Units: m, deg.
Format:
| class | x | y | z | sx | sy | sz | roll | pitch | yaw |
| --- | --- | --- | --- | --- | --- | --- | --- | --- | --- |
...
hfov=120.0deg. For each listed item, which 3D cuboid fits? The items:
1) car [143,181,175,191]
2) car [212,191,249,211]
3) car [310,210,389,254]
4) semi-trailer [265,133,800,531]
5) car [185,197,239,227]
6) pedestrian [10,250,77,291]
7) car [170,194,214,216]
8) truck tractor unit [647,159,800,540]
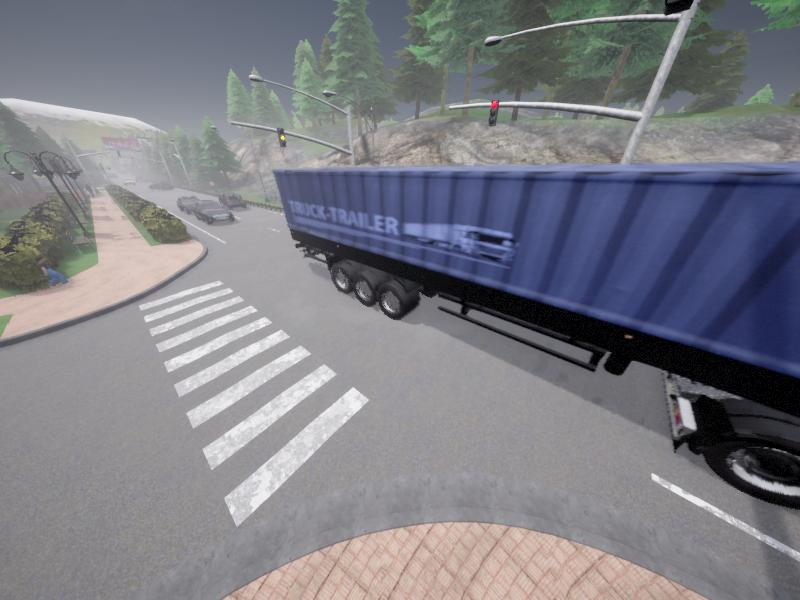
| class | x | y | z | sx | sy | sz | roll | pitch | yaw |
| --- | --- | --- | --- | --- | --- | --- | --- | --- | --- |
| car | -49.747 | -23.546 | 47.775 | 4.611 | 1.667 | 2.242 | 8 | 31 | 14 |
| car | -19.038 | -11.155 | 25.928 | 3.988 | 1.617 | 1.851 | 23 | 37 | 34 |
| car | -3.163 | -4.347 | 14.283 | 4.792 | 1.488 | 2.163 | 23 | 38 | 34 |
| semi-trailer | 1.525 | -1.377 | 6.198 | 14.254 | 4.402 | 2.717 | 23 | 39 | 35 |
| car | -16.180 | -7.653 | 19.841 | 4.856 | 1.649 | 2.033 | 23 | 37 | 34 |
| pedestrian | -13.484 | -1.126 | 8.783 | 0.751 | 1.300 | 0.751 | 11 | 32 | 18 |
| car | -21.372 | -9.807 | 23.688 | 4.902 | 1.511 | 2.128 | 23 | 37 | 34 |
| truck tractor unit | 7.540 | 1.274 | 1.785 | 6.516 | 4.208 | 3.053 | 23 | 37 | 34 |
